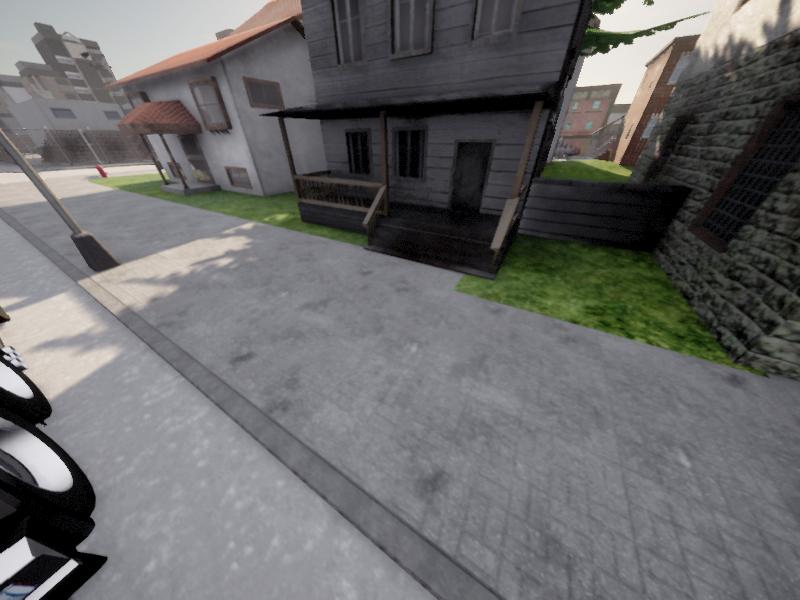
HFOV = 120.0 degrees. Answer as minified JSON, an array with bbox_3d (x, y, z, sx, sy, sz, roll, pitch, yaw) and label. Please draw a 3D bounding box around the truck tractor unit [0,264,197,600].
[{"bbox_3d":[-5.118,-0.291,0.791,6.516,4.208,3.053,18,39,24],"label":"truck tractor unit"}]
